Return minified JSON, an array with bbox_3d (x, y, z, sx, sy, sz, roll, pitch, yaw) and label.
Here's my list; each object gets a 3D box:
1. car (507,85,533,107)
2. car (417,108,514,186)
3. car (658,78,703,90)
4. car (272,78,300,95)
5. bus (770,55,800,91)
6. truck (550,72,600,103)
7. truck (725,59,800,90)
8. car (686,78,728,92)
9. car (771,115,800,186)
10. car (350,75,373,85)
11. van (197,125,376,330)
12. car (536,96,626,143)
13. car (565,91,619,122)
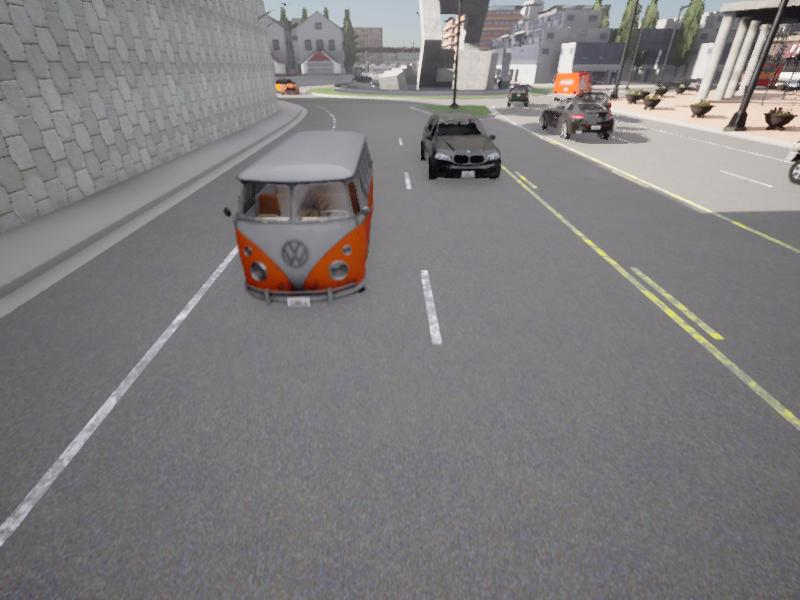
[{"bbox_3d":[10.731,-18.324,35.787,1.789,1.549,3.705,9,31,16],"label":"car"},{"bbox_3d":[1.886,-5.217,13.267,2.242,1.667,4.611,-1,30,-2],"label":"car"},{"bbox_3d":[41.090,-31.755,58.780,4.892,1.490,1.837,3,30,5],"label":"car"},{"bbox_3d":[-14.077,-26.449,49.478,2.097,1.767,4.553,-15,33,-23],"label":"car"},{"bbox_3d":[59.071,-31.577,55.726,10.273,4.253,3.944,-1,30,-2],"label":"bus"},{"bbox_3d":[17.266,-20.971,39.403,2.627,2.467,5.204,22,37,34],"label":"truck"},{"bbox_3d":[53.498,-32.965,58.530,8.468,3.827,2.891,-1,30,-2],"label":"truck"},{"bbox_3d":[42.596,-29.899,55.578,3.988,1.617,1.851,-1,30,-2],"label":"car"},{"bbox_3d":[12.560,-3.435,10.010,1.932,1.855,4.605,-1,31,-2],"label":"car"},{"bbox_3d":[-7.242,-41.812,76.028,1.837,1.490,4.892,17,34,27],"label":"car"},{"bbox_3d":[-1.368,-1.591,6.756,1.775,1.987,4.442,-1,30,-2],"label":"van"},{"bbox_3d":[8.781,-9.151,20.038,2.152,1.651,5.027,0,30,0],"label":"car"},{"bbox_3d":[12.496,-12.783,26.309,1.789,1.549,3.705,1,30,3],"label":"car"}]
